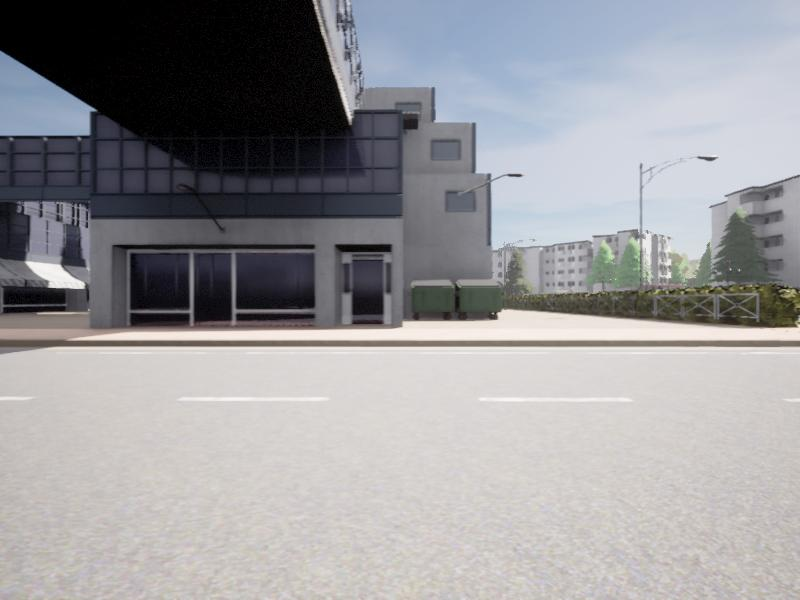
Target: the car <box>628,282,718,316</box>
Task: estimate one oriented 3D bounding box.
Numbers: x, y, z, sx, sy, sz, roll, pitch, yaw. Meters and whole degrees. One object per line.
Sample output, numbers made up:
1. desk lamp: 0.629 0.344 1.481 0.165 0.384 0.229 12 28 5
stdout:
1. car: 17.722 -0.046 26.442 2.150 2.045 5.566 0 0 1
